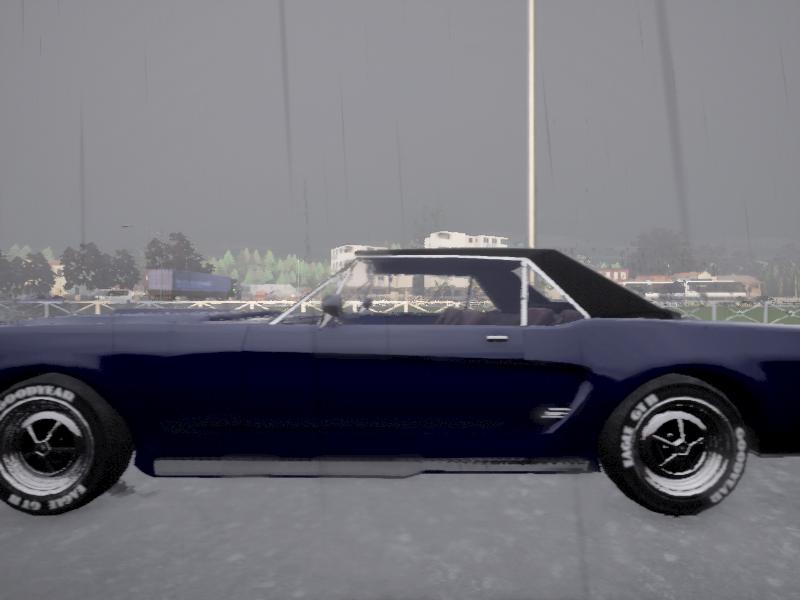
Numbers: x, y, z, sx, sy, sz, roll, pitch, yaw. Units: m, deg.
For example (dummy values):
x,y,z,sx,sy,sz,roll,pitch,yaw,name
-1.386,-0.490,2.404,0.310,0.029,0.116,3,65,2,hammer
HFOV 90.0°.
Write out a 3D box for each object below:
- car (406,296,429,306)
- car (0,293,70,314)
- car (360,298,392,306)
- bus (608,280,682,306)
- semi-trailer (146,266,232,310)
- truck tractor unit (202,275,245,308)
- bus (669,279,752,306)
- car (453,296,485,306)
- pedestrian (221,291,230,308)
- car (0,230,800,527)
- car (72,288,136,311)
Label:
x,y,z,sx,sy,sz,roll,pitch,yaw,name
2.958,0.189,68.421,3.988,1.617,1.851,0,0,0,car
-28.451,0.226,30.998,2.007,1.525,4.514,0,0,0,car
-4.081,0.294,68.424,5.357,1.411,2.033,0,0,0,car
41.604,-1.130,68.275,10.273,4.253,3.944,0,0,0,bus
-24.447,-1.222,47.827,2.717,4.402,14.254,0,0,0,semi-trailer
-24.447,-1.120,55.743,3.053,4.208,6.516,0,0,0,truck tractor unit
49.843,-1.133,64.512,10.273,4.253,3.944,0,0,0,bus
11.781,0.172,68.414,5.238,1.638,1.930,0,0,0,car
-19.347,-0.069,44.377,0.751,1.860,0.751,0,0,0,pedestrian
-0.083,0.344,2.698,4.718,1.301,1.895,0,0,0,car
-28.456,-0.039,38.758,2.150,2.045,5.566,0,1,0,car
